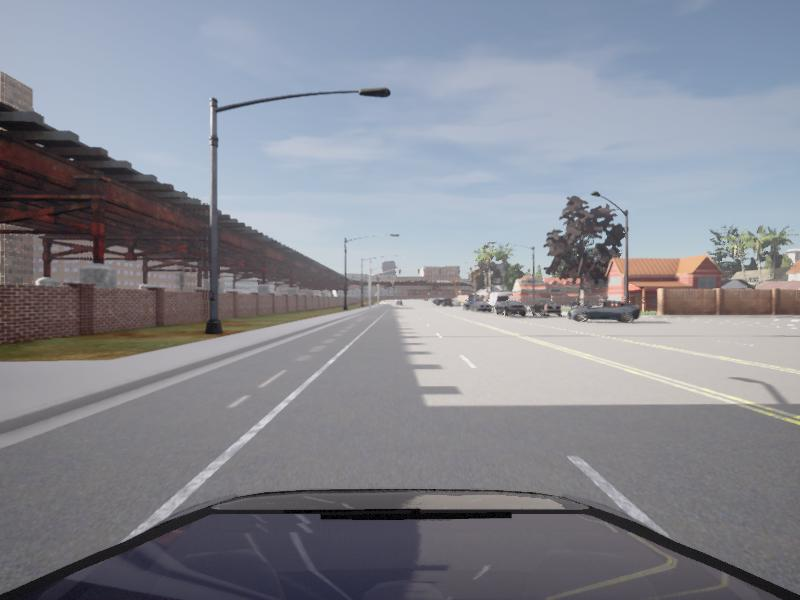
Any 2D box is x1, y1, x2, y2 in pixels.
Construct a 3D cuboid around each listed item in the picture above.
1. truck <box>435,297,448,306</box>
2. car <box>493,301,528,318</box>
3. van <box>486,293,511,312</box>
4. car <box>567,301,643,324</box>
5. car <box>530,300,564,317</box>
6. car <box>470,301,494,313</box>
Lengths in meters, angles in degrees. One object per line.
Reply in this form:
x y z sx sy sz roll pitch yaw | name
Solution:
10.383 0.422 100.540 2.390 2.098 6.274 0 0 0 | truck
10.499 0.830 38.230 1.837 1.490 4.892 0 0 -2 | car
13.922 0.300 56.916 1.988 2.561 5.915 0 0 0 | van
14.262 0.817 28.110 4.514 1.525 2.007 0 0 18 | car
14.086 0.795 38.611 1.789 1.549 3.705 0 0 -3 | car
10.423 0.874 51.492 2.033 1.411 5.357 0 0 0 | car
